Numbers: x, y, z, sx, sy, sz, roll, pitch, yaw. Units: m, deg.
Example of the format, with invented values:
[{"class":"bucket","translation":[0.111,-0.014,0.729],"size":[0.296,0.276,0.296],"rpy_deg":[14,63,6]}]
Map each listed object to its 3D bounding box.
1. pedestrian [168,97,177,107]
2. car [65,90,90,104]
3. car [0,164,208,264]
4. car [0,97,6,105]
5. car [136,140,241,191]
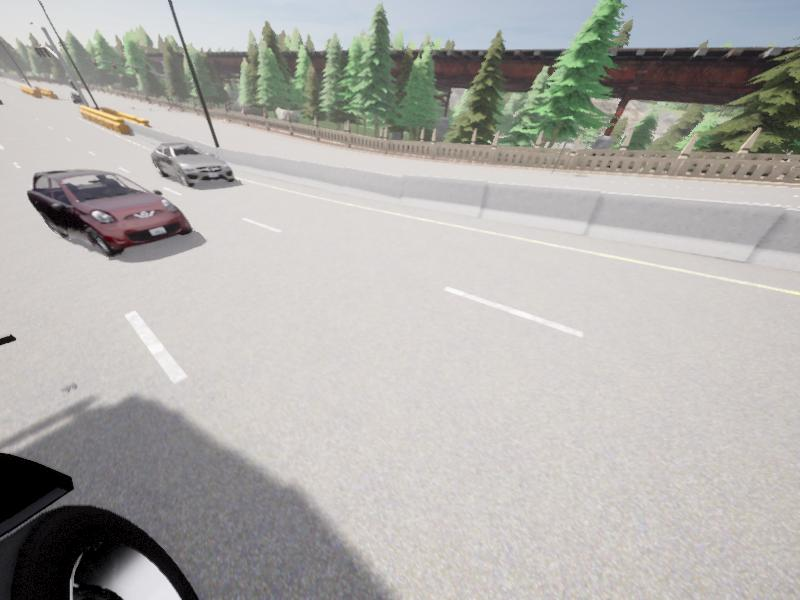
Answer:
[{"class":"pedestrian","translation":[-54.633,-47.549,55.512],"size":[0.751,1.860,0.751],"rpy_deg":[29,44,25]},{"class":"car","translation":[-60.321,-37.933,43.219],"size":[3.988,1.617,1.851],"rpy_deg":[31,44,27]},{"class":"car","translation":[-7.219,-2.317,5.729],"size":[3.633,1.501,1.845],"rpy_deg":[16,38,19]},{"class":"car","translation":[-55.534,-27.549,30.922],"size":[3.866,1.878,1.905],"rpy_deg":[28,43,24]},{"class":"car","translation":[-11.054,-7.192,12.100],"size":[5.027,1.651,2.152],"rpy_deg":[24,42,26]}]
